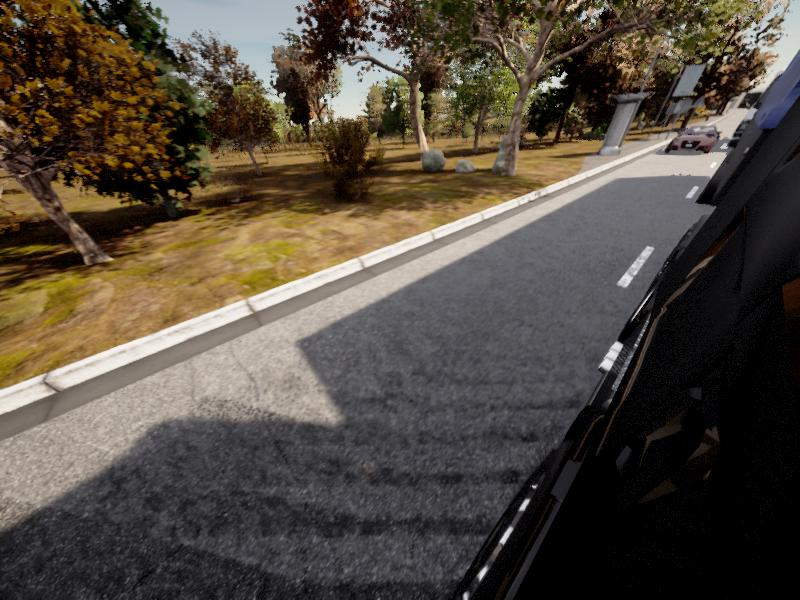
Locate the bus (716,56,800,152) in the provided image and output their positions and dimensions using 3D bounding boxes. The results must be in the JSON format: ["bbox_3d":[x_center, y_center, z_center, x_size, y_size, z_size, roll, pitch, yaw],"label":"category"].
[{"bbox_3d":[26.271,-13.009,15.449,10.273,4.253,3.944,-29,44,-29],"label":"bus"}]

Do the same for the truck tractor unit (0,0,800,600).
[{"bbox_3d":[2.645,-0.295,0.351,6.516,4.208,3.053,-28,44,-30],"label":"truck tractor unit"}]

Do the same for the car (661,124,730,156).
[{"bbox_3d":[19.061,-10.360,14.895,4.181,1.385,1.994,-29,44,-29],"label":"car"}]

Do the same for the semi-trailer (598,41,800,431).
[{"bbox_3d":[8.679,-3.630,4.230,14.254,4.402,2.717,-28,44,-30],"label":"semi-trailer"}]
